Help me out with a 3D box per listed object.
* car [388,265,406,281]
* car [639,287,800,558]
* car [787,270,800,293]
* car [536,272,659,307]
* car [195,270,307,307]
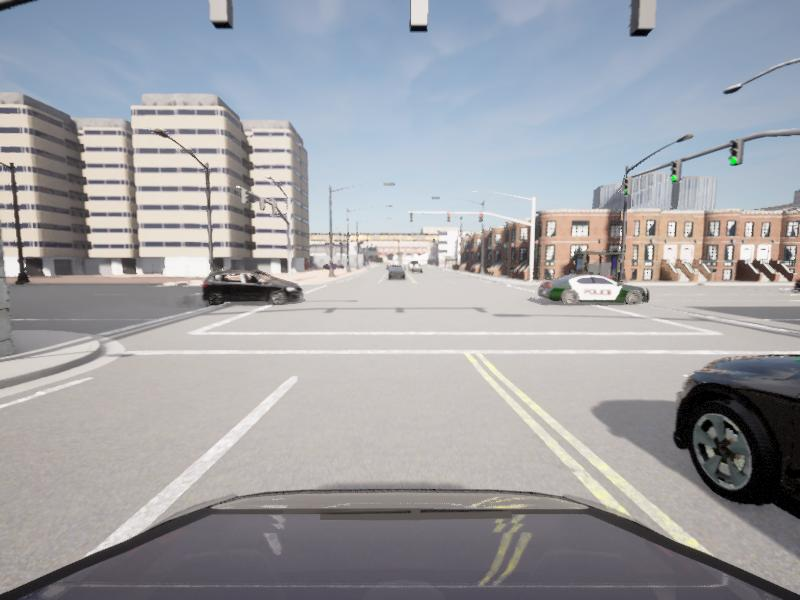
[{"bbox_3d":[-0.355,-3.117,44.865,1.930,1.638,5.238,0,6,0],"label":"car"},{"bbox_3d":[3.453,0.758,1.611,2.033,1.649,4.856,0,1,0],"label":"car"},{"bbox_3d":[29.342,-1.234,26.713,5.008,1.535,1.882,0,6,0],"label":"car"},{"bbox_3d":[9.530,-0.553,19.678,4.974,1.542,2.038,0,6,0],"label":"car"},{"bbox_3d":[-7.146,-0.625,19.606,4.611,1.667,2.242,0,6,0],"label":"car"}]
